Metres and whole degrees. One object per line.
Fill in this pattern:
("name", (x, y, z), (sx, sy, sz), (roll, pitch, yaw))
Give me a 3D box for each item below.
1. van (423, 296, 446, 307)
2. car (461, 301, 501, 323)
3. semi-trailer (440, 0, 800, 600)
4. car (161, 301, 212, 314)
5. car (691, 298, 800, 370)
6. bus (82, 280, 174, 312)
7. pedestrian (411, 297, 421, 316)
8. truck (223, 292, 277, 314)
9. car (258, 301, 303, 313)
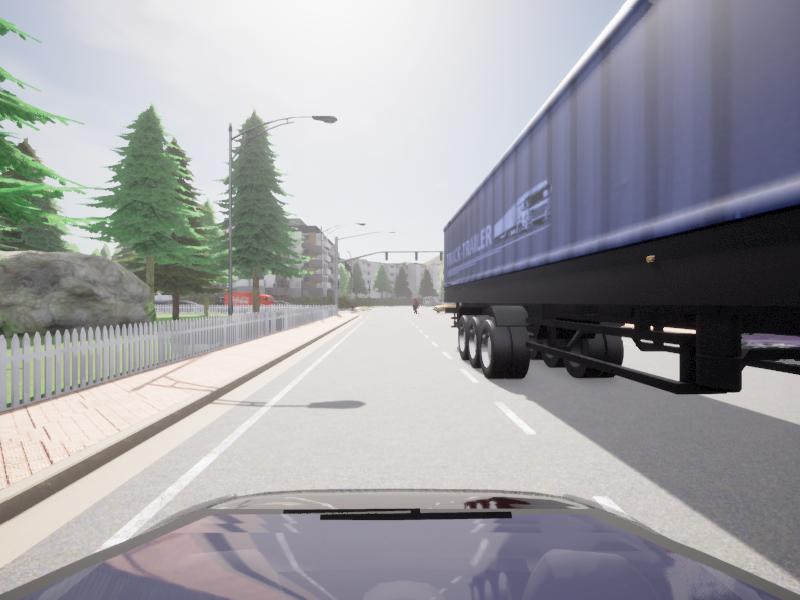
("van", (8.313, 0.373, 95.231), (2.351, 2.431, 6.366), (0, 0, 39))
("car", (6.005, 0.823, 30.287), (1.882, 1.535, 5.008), (0, 0, -2))
("semi-trailer", (3.062, -0.618, 6.800), (2.717, 4.402, 14.254), (0, 0, -2))
("car", (-24.545, 0.845, 46.090), (4.892, 1.490, 1.837), (0, 0, 0))
("car", (10.149, 0.777, 10.035), (2.033, 1.649, 4.856), (0, 0, -2))
("bus", (-38.079, -0.528, 56.382), (10.273, 4.253, 3.944), (1, 0, 0))
("pedestrian", (1.619, 0.636, 40.826), (0.751, 1.860, 0.751), (0, 0, -20))
("truck", (-17.188, 0.357, 46.139), (5.204, 2.467, 2.627), (0, 0, 0))
("car", (-14.752, 0.836, 49.654), (4.902, 1.511, 2.128), (0, 0, 0))
